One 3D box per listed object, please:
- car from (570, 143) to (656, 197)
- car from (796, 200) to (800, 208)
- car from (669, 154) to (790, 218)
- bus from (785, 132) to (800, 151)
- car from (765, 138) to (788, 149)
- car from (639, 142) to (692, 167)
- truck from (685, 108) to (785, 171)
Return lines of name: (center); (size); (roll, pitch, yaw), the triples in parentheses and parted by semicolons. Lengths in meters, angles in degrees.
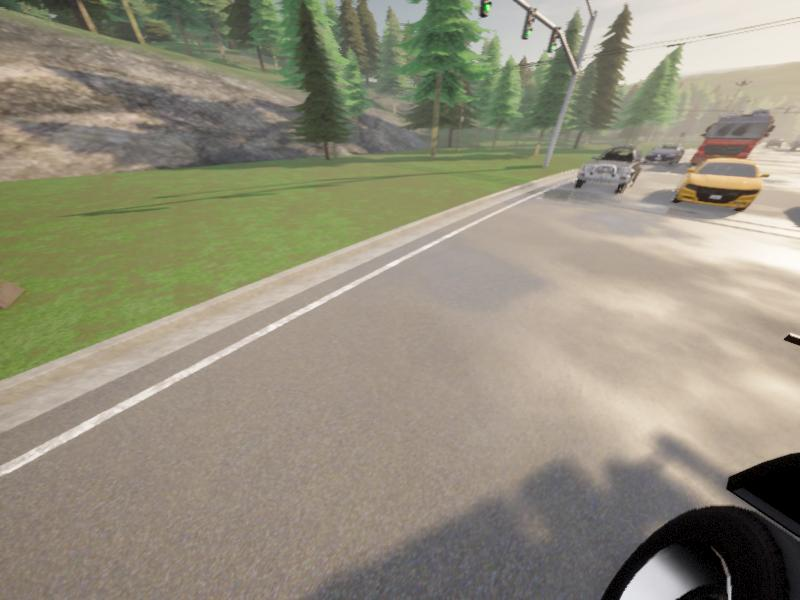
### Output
car: (10.582, -6.569, 11.434); (4.605, 1.855, 1.932); (-29, 45, -35)
car: (15.015, -3.182, 7.121); (4.193, 1.474, 1.816); (-30, 45, -35)
car: (12.783, -4.813, 9.308); (5.008, 1.535, 1.882); (-29, 45, -35)
bus: (76.339, -29.933, 42.395); (10.273, 4.253, 3.944); (-24, 42, -30)
car: (81.821, -34.087, 50.247); (3.866, 1.878, 1.905); (-24, 42, -30)
car: (25.248, -13.892, 21.938); (5.027, 1.651, 2.152); (-25, 43, -30)
truck: (28.660, -13.741, 19.871); (8.468, 3.827, 2.891); (-24, 43, -30)
